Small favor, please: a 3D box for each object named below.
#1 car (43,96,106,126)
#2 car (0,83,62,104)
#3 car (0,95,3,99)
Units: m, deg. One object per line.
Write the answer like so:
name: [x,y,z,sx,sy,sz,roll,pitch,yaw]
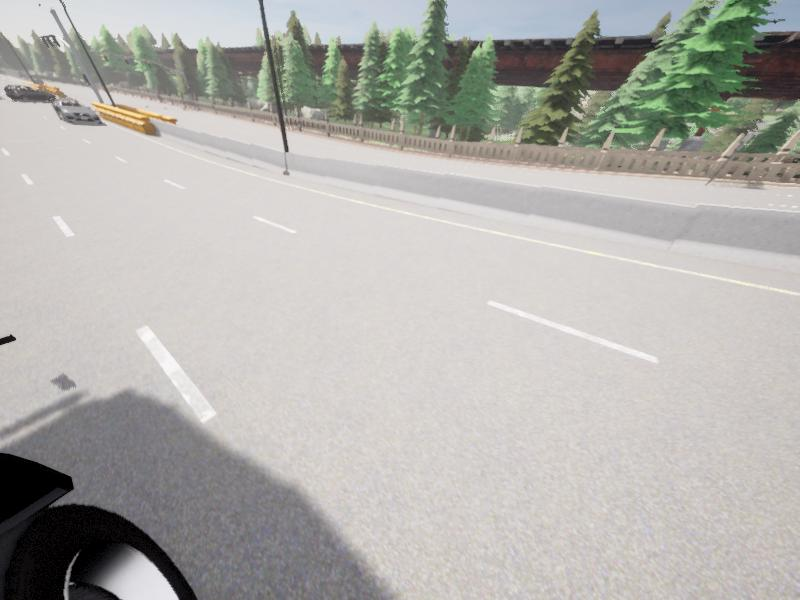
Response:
car: [-29.705,-17.235,21.114,5.027,1.651,2.152,28,43,24]
car: [-48.670,-27.219,30.514,1.851,1.617,3.988,9,39,2]
car: [-53.780,-27.342,29.640,3.866,1.878,1.905,28,43,24]
